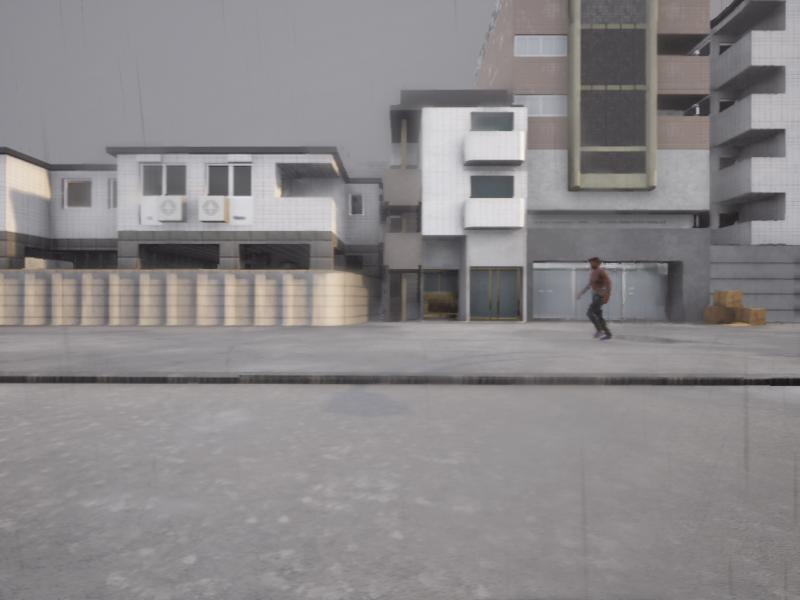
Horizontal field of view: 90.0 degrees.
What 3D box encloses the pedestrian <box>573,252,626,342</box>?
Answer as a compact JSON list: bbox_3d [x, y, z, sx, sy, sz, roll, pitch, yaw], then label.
[{"bbox_3d":[4.258,-0.061,8.593,0.751,1.860,0.751,0,0,-1],"label":"pedestrian"}]
